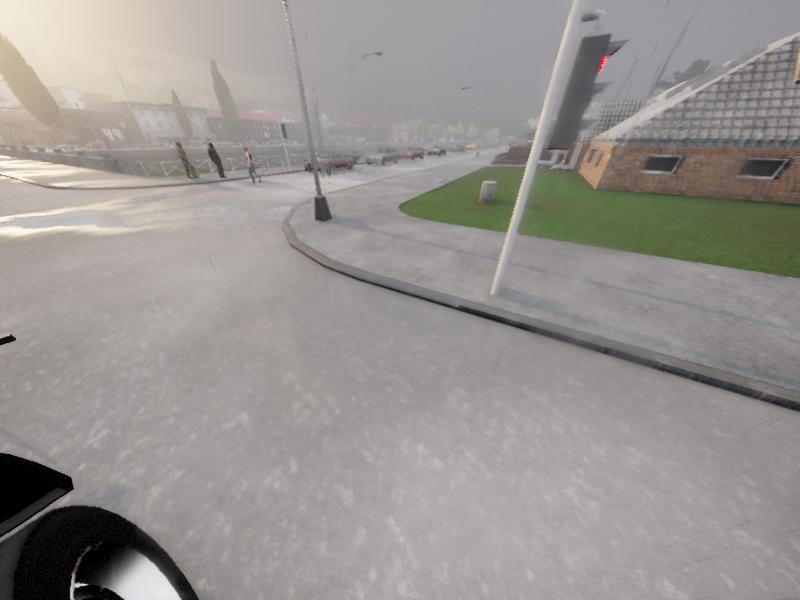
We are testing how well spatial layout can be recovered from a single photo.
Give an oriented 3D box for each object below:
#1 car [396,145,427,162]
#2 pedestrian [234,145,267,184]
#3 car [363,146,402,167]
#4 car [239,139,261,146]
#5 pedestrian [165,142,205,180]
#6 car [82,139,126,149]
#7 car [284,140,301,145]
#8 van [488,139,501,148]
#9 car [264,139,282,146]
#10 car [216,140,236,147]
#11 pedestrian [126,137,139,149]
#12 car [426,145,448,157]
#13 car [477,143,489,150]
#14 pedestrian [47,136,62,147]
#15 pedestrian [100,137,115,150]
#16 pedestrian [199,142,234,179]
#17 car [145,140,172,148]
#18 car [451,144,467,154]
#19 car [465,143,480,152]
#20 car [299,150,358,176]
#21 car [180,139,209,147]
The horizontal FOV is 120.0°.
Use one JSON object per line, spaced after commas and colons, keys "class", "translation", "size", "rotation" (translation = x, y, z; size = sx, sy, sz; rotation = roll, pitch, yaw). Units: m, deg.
{"class": "car", "translation": [1.507, -18.433, 28.963], "size": [2.007, 1.525, 4.514], "rotation": [17, 38, 22]}
{"class": "pedestrian", "translation": [-8.415, -7.631, 13.059], "size": [0.751, 1.860, 0.751], "rotation": [3, 35, 3]}
{"class": "car", "translation": [-1.686, -14.987, 23.996], "size": [2.007, 1.525, 4.514], "rotation": [17, 38, 22]}
{"class": "car", "translation": [-45.710, -48.166, 70.645], "size": [1.930, 1.638, 5.238], "rotation": [17, 38, 22]}
{"class": "pedestrian", "translation": [-12.366, -8.018, 13.358], "size": [0.751, 1.860, 0.751], "rotation": [0, 35, -1]}
{"class": "car", "translation": [-60.639, -32.028, 47.397], "size": [2.152, 1.651, 5.027], "rotation": [17, 38, 22]}
{"class": "car", "translation": [-38.221, -56.238, 82.326], "size": [2.038, 1.542, 4.974], "rotation": [17, 38, 22]}
{"class": "van", "translation": [29.962, -49.523, 72.986], "size": [2.351, 2.431, 6.366], "rotation": [17, 38, 22]}
{"class": "car", "translation": [-41.939, -52.244, 76.518], "size": [2.033, 1.649, 4.856], "rotation": [17, 38, 22]}
{"class": "car", "translation": [-49.211, -44.307, 65.248], "size": [1.970, 1.475, 3.806], "rotation": [17, 38, 22]}
{"class": "pedestrian", "translation": [-51.251, -29.984, 44.186], "size": [0.751, 1.860, 0.751], "rotation": [19, 39, 25]}
{"class": "car", "translation": [5.781, -23.024, 35.628], "size": [1.816, 1.474, 4.193], "rotation": [17, 38, 22]}
{"class": "car", "translation": [21.597, -40.059, 60.278], "size": [1.994, 1.385, 4.181], "rotation": [17, 38, 22]}
{"class": "pedestrian", "translation": [-73.000, -33.443, 48.815], "size": [0.751, 1.860, 0.751], "rotation": [-11, 37, -16]}
{"class": "pedestrian", "translation": [-50.818, -27.172, 40.178], "size": [0.751, 1.860, 0.751], "rotation": [17, 38, 23]}
{"class": "pedestrian", "translation": [-11.012, -8.412, 13.926], "size": [0.751, 1.860, 0.751], "rotation": [15, 37, 19]}
{"class": "car", "translation": [-56.411, -36.537, 54.024], "size": [1.970, 1.475, 3.806], "rotation": [17, 38, 22]}
{"class": "car", "translation": [11.283, -28.990, 44.181], "size": [1.845, 1.501, 3.633], "rotation": [17, 38, 22]}
{"class": "car", "translation": [16.557, -34.684, 52.383], "size": [1.882, 1.535, 5.008], "rotation": [17, 38, 22]}
{"class": "car", "translation": [-5.450, -10.864, 18.189], "size": [1.994, 1.385, 4.181], "rotation": [17, 38, 22]}
{"class": "car", "translation": [-52.841, -40.462, 59.539], "size": [1.930, 1.638, 5.238], "rotation": [17, 38, 22]}
